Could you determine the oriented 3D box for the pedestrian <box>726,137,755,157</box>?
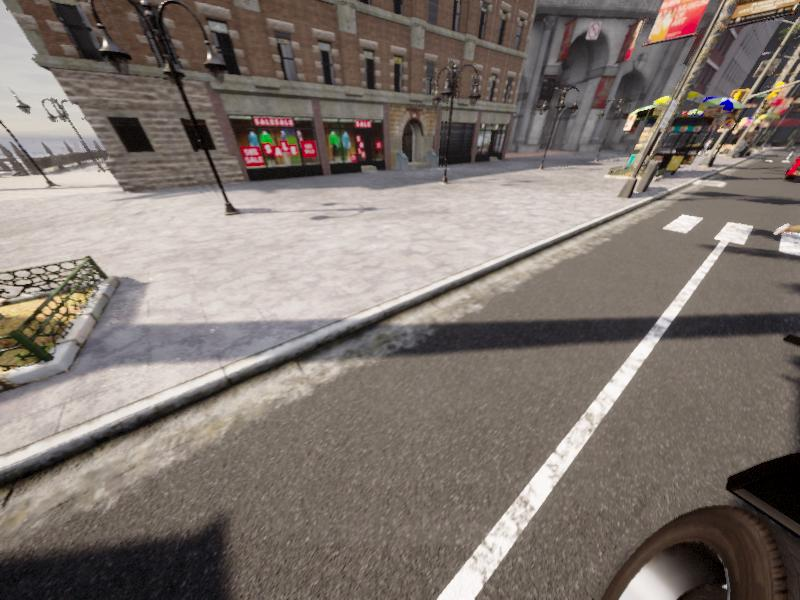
[{"bbox_3d":[37.314,-16.776,25.360,0.751,1.860,0.751,-2,35,-2],"label":"pedestrian"}]

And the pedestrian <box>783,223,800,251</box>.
[{"bbox_3d":[9.708,-1.965,4.931,0.751,1.860,0.751,-25,42,-31],"label":"pedestrian"}]

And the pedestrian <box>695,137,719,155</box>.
[{"bbox_3d":[37.910,-19.027,28.541,0.751,1.860,0.751,3,35,4],"label":"pedestrian"}]

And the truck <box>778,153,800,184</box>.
[{"bbox_3d":[25.739,-8.947,12.996,8.468,3.827,2.891,-22,41,-28],"label":"truck"}]
